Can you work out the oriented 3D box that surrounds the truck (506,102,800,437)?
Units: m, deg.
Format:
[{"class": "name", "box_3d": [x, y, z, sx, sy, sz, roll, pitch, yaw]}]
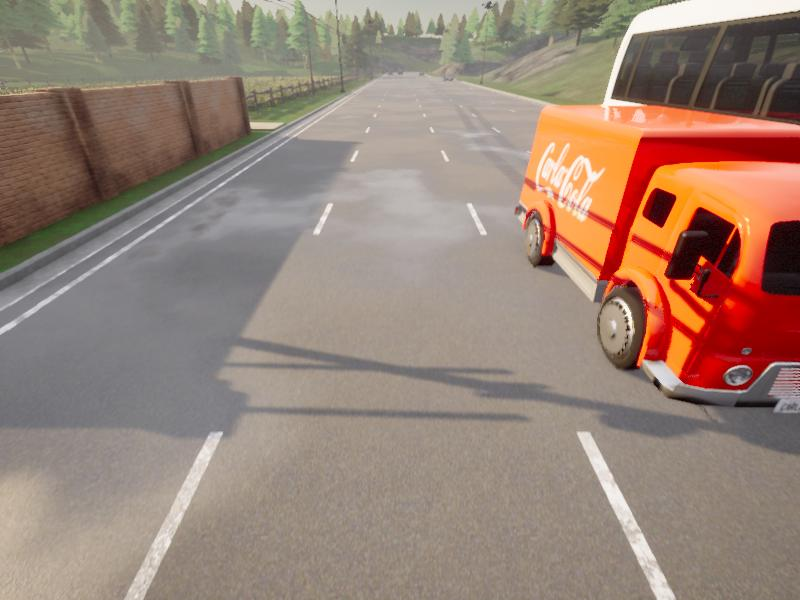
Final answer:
[{"class": "truck", "box_3d": [3.499, -1.084, 5.392, 2.627, 2.467, 5.204, 0, 30, 0]}]

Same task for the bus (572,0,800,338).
[{"class": "bus", "box_3d": [7.119, -2.733, 6.446, 3.944, 4.253, 10.273, 0, 30, 0]}]
